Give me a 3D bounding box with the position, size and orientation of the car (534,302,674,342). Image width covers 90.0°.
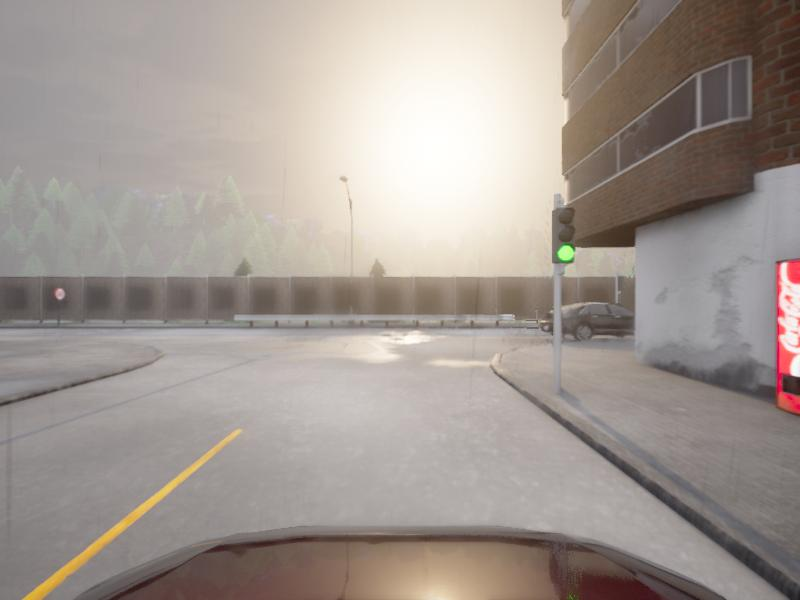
[{"bbox_3d":[8.209,0.867,16.259,4.892,1.490,1.837,0,-1,-9],"label":"car"}]
